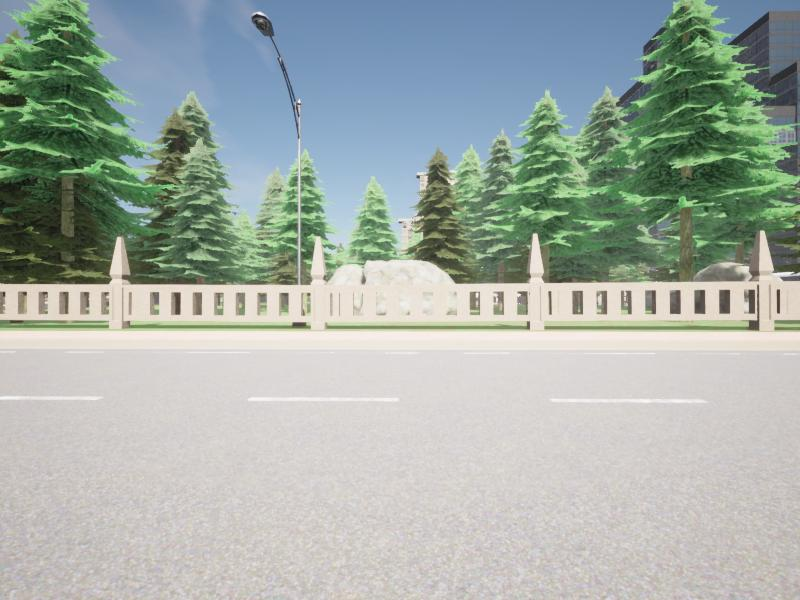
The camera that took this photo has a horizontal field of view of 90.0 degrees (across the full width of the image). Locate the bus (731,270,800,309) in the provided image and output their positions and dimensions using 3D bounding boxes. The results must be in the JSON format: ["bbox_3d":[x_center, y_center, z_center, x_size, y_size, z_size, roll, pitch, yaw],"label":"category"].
[{"bbox_3d":[45.816,-1.134,47.963,3.944,4.253,10.273,0,0,1],"label":"bus"}]
